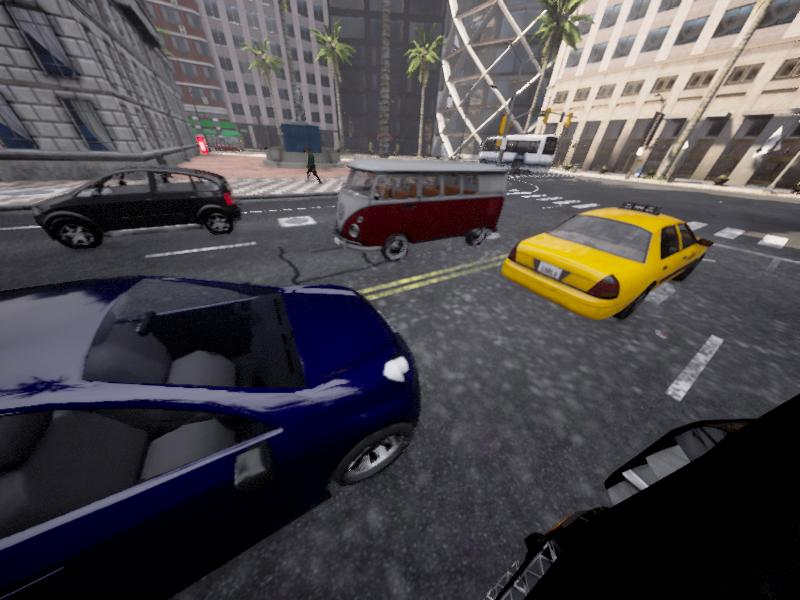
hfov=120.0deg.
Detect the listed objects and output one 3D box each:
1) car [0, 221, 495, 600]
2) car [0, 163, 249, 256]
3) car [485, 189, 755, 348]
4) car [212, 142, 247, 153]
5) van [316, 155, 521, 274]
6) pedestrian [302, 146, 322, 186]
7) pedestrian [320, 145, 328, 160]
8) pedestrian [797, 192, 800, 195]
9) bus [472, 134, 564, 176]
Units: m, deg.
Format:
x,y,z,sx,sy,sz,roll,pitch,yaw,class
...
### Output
x,y,z,sx,sy,sz,roll,pitch,yaw,class
-1.566,0.661,1.478,3.633,1.501,1.845,-16,38,-26,car
-6.216,-2.468,5.809,3.705,1.549,1.789,-16,38,-26,car
4.443,-1.099,4.589,5.366,1.575,1.801,-16,38,-26,car
-32.047,-28.818,43.676,4.792,1.488,2.163,-9,35,-17,car
0.531,-2.355,5.803,4.442,1.987,1.775,-16,38,-27,van
-4.899,-7.475,12.907,0.751,1.860,0.751,-7,35,-14,pedestrian
-11.493,-22.350,34.894,0.751,1.860,0.751,3,33,0,pedestrian
38.007,-10.614,21.162,0.751,1.860,0.751,-17,38,-27,pedestrian
15.579,-20.215,32.021,3.944,4.253,10.273,-16,38,-27,bus
